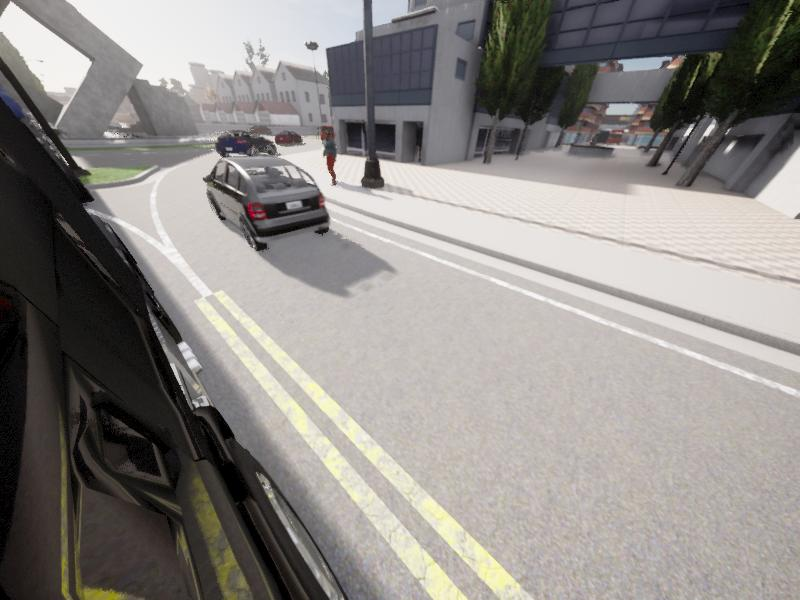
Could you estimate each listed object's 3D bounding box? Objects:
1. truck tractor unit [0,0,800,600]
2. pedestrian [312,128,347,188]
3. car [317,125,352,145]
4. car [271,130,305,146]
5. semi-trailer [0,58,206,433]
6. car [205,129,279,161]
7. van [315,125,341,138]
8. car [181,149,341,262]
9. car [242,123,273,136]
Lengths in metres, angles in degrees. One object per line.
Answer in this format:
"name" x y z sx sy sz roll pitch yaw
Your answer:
"truck tractor unit" -2.645 -0.295 0.351 6.516 4.208 3.053 28 44 30
"pedestrian" -2.701 -5.514 9.008 0.751 1.860 0.751 21 41 23
"car" -9.156 -23.718 33.117 2.150 2.045 5.566 11 38 12
"car" -13.758 -20.143 28.631 1.994 1.385 4.181 4 37 2
"semi-trailer" -8.823 -3.554 4.045 14.254 4.402 2.717 28 46 28
"car" -11.261 -11.510 17.020 2.152 1.651 5.027 1 37 -2
"van" -14.469 -34.089 46.729 4.442 1.987 1.775 -26 45 -33
"car" -3.316 -2.516 5.501 3.705 1.549 1.789 31 45 33
"car" -26.838 -32.179 43.614 4.553 1.767 2.097 -11 39 -18
